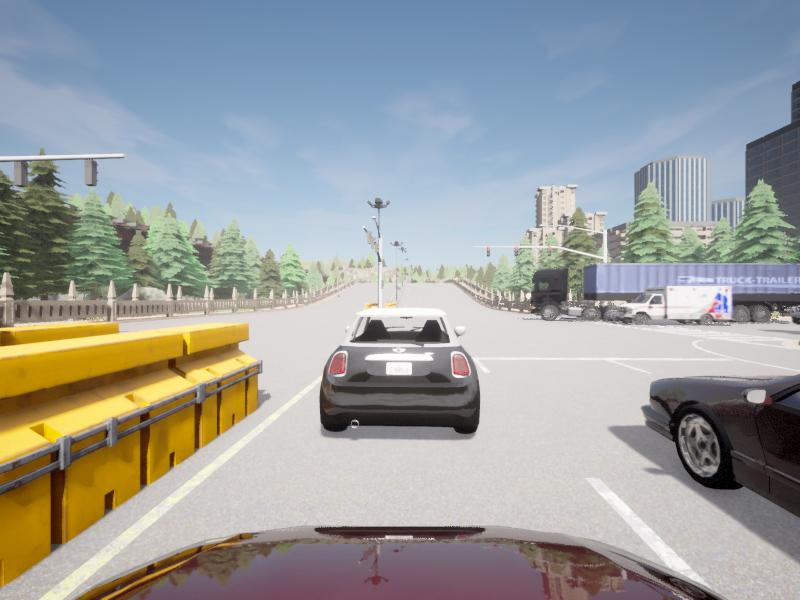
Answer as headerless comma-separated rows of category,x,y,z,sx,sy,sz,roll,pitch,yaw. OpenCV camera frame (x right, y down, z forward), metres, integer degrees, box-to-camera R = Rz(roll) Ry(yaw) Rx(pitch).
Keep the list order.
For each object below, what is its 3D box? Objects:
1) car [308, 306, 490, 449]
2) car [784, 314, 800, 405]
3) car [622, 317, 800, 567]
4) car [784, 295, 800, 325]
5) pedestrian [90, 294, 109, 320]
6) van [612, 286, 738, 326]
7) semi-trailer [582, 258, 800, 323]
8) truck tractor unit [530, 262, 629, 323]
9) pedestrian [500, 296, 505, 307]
car,0.069,0.853,6.213,1.970,1.475,3.806,0,0,3
car,6.991,0.907,4.212,1.994,1.385,4.181,0,0,2
car,3.389,0.894,1.761,2.033,1.411,5.357,0,0,2
car,27.435,0.656,25.156,4.605,1.855,1.932,1,0,2
pedestrian,-21.317,0.485,28.387,0.751,1.860,0.751,0,0,2
van,17.292,0.378,25.443,6.366,2.431,2.351,0,0,1
semi-trailer,21.086,-0.619,29.022,14.254,4.402,2.717,0,0,5
truck tractor unit,13.306,-0.522,30.219,6.516,4.208,3.053,0,0,20
pedestrian,17.400,0.308,67.919,0.751,1.860,0.751,0,0,2
